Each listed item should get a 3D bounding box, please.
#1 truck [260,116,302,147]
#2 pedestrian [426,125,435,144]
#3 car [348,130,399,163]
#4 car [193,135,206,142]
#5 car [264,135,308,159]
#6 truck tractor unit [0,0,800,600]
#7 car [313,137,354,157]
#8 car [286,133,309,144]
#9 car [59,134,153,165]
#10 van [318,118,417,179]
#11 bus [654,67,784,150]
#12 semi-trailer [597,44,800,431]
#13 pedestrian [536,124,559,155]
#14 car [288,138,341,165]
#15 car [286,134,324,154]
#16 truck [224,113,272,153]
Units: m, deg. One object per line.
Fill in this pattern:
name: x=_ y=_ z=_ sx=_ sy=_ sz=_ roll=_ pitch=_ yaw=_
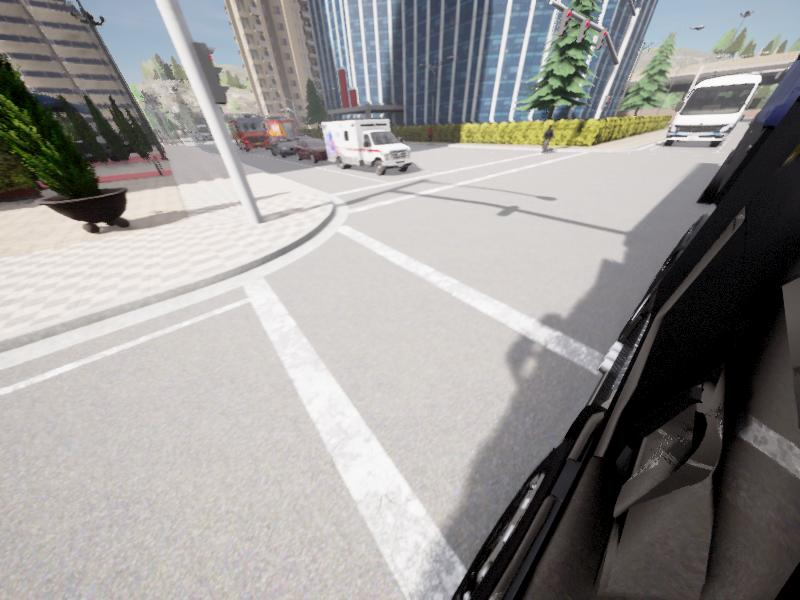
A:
truck: x=-20.292 y=-28.617 z=39.239 sx=2.891 sy=3.827 sz=8.468 roll=-28 pitch=44 yaw=-30
pedestrian: x=3.783 y=-20.689 z=28.858 sx=0.751 sy=1.860 sz=0.751 roll=-25 pitch=43 yaw=-27
car: x=-2.113 y=-12.161 z=18.187 sx=1.905 sy=1.878 sz=3.866 roll=-28 pitch=44 yaw=-30
car: x=-61.178 y=-49.224 z=70.358 sx=2.033 sy=1.649 sz=4.856 roll=-28 pitch=44 yaw=-30
car: x=-11.241 y=-15.068 z=22.680 sx=2.242 sy=1.667 sz=4.611 roll=-28 pitch=44 yaw=-30
truck tractor unit: x=2.645 y=-0.295 z=0.351 sx=6.516 sy=4.208 sz=3.053 roll=-28 pitch=44 yaw=-30
car: x=-6.554 y=-15.013 z=22.612 sx=1.994 sy=1.385 sz=4.181 roll=-27 pitch=44 yaw=-29
car: x=-19.211 y=-30.238 z=43.235 sx=2.128 sy=1.511 sz=4.902 roll=-28 pitch=44 yaw=-30
car: x=-29.204 y=-15.407 z=23.480 sx=2.390 sy=2.098 sz=6.274 roll=-7 pitch=37 yaw=-7
van: x=-2.083 y=-9.095 z=13.698 sx=2.351 sy=2.431 sz=6.366 roll=-28 pitch=44 yaw=-30
bus: x=26.228 y=-15.549 z=19.218 sx=10.273 sy=4.253 sz=3.944 roll=-28 pitch=44 yaw=-30
semi-trailer: x=8.705 y=-3.595 z=4.230 sx=14.254 sy=4.402 sz=2.717 roll=-28 pitch=44 yaw=-30
pedestrian: x=11.013 y=-12.032 z=17.314 sx=0.751 sy=1.860 sz=0.751 roll=29 pitch=47 yaw=35
car: x=-6.971 y=-12.092 z=18.643 sx=1.882 sy=1.535 sz=5.008 roll=-28 pitch=44 yaw=-30
car: x=-11.096 y=-18.214 z=26.846 sx=1.930 sy=1.638 sz=5.238 roll=-29 pitch=44 yaw=-30
truck: x=-20.362 y=-22.279 z=30.880 sx=2.891 sy=3.827 sz=8.468 roll=-26 pitch=43 yaw=-28
